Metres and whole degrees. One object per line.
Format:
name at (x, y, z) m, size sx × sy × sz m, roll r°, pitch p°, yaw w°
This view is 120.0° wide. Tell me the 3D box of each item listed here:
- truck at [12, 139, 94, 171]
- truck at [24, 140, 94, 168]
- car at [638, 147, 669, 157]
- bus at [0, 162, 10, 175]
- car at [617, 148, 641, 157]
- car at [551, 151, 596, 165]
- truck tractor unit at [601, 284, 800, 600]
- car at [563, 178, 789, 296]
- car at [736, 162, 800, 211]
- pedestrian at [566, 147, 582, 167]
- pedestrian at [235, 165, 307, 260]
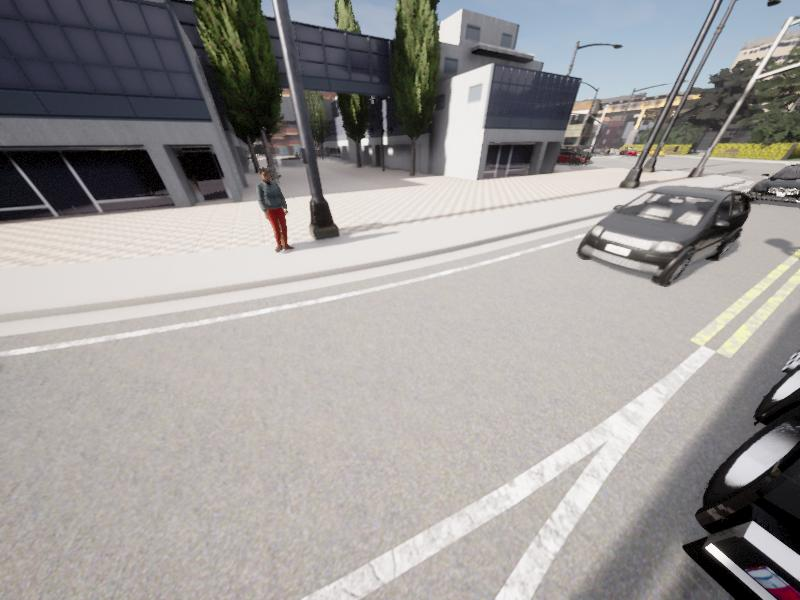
truck at (-52.867, -22.522, 35.752) m, size 2.891 × 3.827 × 8.468 m, roll -17°, pitch 37°, yaw -23°
truck at (-60.558, -26.212, 41.456) m, size 2.891 × 3.827 × 8.468 m, roll -17°, pitch 37°, yaw -23°
car at (51.062, -29.956, 46.717) m, size 1.801 × 1.575 × 5.366 m, roll 9°, pitch 35°, yaw 14°
bus at (-49.357, -14.939, 23.904) m, size 3.944 × 4.253 × 10.273 m, roll -17°, pitch 37°, yaw -23°
car at (47.943, -31.061, 48.523) m, size 1.970 × 1.475 × 3.806 m, roll 9°, pitch 35°, yaw 15°
car at (23.240, -19.169, 31.113) m, size 1.816 × 1.474 × 4.193 m, roll -17°, pitch 37°, yaw -23°
truck tractor unit at (5.119, -0.295, 0.748) m, size 6.516 × 4.208 × 3.053 m, roll -17°, pitch 37°, yaw -22°
car at (5.961, -1.636, 5.155) m, size 3.705 × 1.549 × 1.789 m, roll -16°, pitch 37°, yaw -22°
car at (17.706, -5.150, 10.240) m, size 4.892 × 1.490 × 1.837 m, roll -17°, pitch 37°, yaw -23°
pedestrian at (19.482, -16.049, 25.917) m, size 0.751 × 1.860 × 0.751 m, roll 24°, pitch 41°, yaw 32°
pedestrian at (-2.894, -2.013, 5.327) m, size 0.751 × 1.860 × 0.751 m, roll 27°, pitch 42°, yaw 35°
